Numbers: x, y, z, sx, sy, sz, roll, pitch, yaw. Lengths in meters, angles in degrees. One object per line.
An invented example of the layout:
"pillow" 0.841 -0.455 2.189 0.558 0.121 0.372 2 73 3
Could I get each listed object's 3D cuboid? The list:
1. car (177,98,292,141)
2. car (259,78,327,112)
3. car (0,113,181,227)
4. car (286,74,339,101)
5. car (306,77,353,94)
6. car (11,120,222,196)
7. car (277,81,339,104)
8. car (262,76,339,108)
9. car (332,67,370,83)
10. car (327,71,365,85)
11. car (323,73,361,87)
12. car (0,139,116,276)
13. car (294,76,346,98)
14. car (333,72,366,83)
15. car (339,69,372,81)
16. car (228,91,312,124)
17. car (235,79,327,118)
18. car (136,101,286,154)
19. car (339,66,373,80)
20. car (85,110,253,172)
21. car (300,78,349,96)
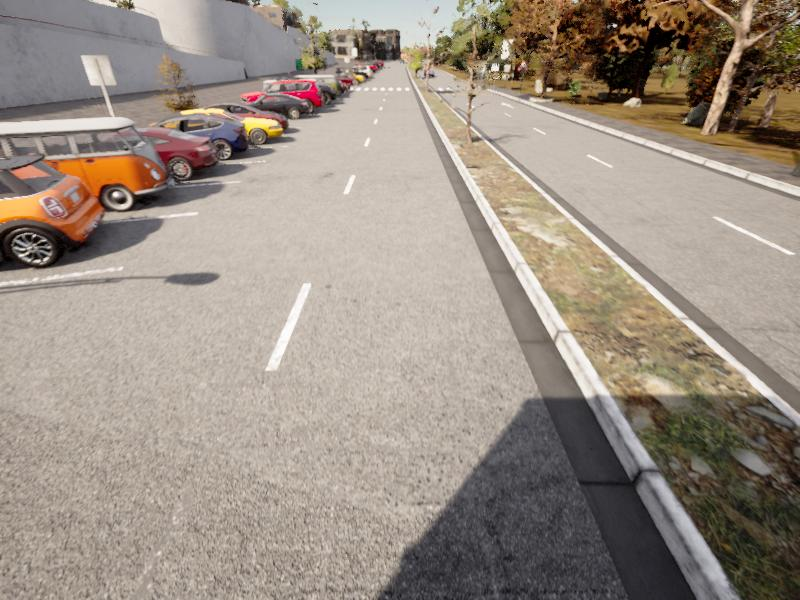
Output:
"car" -8.024 -8.960 19.749 4.792 1.488 2.163 -11 32 -17
"car" -7.940 -15.343 29.880 4.442 1.987 1.878 -11 32 -17
"car" -7.953 -3.114 9.379 4.442 1.987 1.878 -11 32 -17
"car" -8.152 -19.919 37.468 4.442 1.987 1.878 -11 33 -17
"car" -8.010 -24.365 45.327 4.792 1.488 2.163 -11 32 -17
"car" -8.051 -4.374 12.041 4.674 1.452 2.002 -11 32 -17
"car" -8.036 -18.207 35.068 4.892 1.521 2.231 -11 33 -17
"car" -8.022 -16.889 32.396 5.566 2.045 2.435 -11 32 -17
"car" -8.000 -37.030 65.740 5.566 2.045 2.435 -11 32 -17
"car" -8.197 -33.657 60.661 5.366 1.575 1.946 -11 33 -17
"car" -8.003 -30.568 55.606 4.792 1.488 2.163 -11 32 -17
"car" -8.032 -1.496 6.819 4.553 1.767 2.185 -11 32 -17
"car" -8.011 -21.403 40.117 4.553 1.767 2.185 -11 33 -17
"car" -8.028 -35.215 63.310 4.674 1.452 2.002 -11 32 -17
"car" -7.847 -39.979 71.033 5.366 1.575 1.946 -11 33 -17
"car" -8.045 -12.012 24.865 4.674 1.452 2.002 -11 33 -17
"car" -8.076 -13.791 27.262 5.566 2.045 2.435 -11 33 -17
"car" -7.881 -7.492 17.216 5.366 1.575 1.946 -11 32 -17
"car" -8.046 -41.722 73.398 5.566 2.045 2.435 -11 33 -17
"car" -8.081 -5.894 14.595 4.792 1.488 2.163 -11 32 -17
"car" -8.033 -22.796 42.748 4.674 1.452 2.002 -11 33 -17
